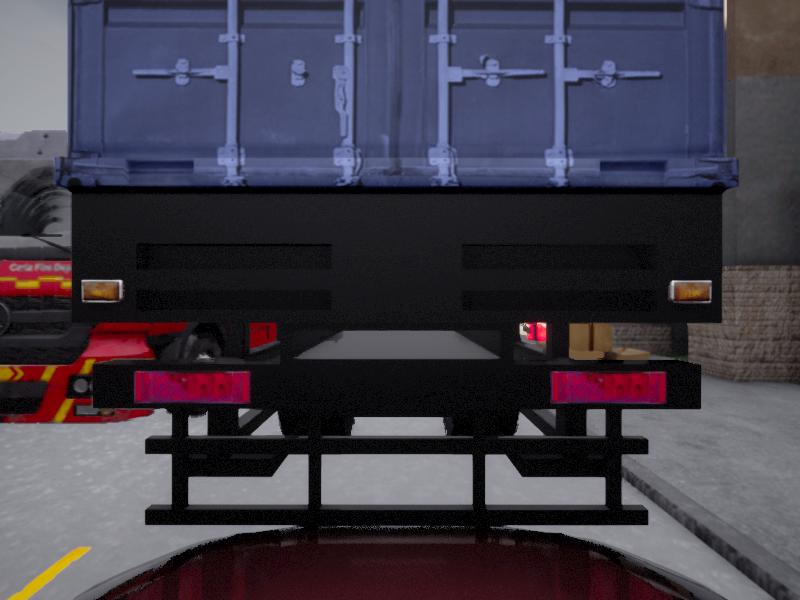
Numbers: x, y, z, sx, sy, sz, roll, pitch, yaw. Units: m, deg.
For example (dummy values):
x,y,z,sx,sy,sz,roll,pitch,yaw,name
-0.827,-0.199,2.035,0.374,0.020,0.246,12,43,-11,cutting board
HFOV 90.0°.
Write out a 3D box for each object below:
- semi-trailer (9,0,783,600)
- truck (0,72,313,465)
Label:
x,y,z,sx,sy,sz,roll,pitch,yaw,name
-0.017,-0.583,8.544,2.717,4.402,14.254,0,0,0,semi-trailer
-4.090,-0.292,8.127,2.891,3.827,8.468,0,0,0,truck
